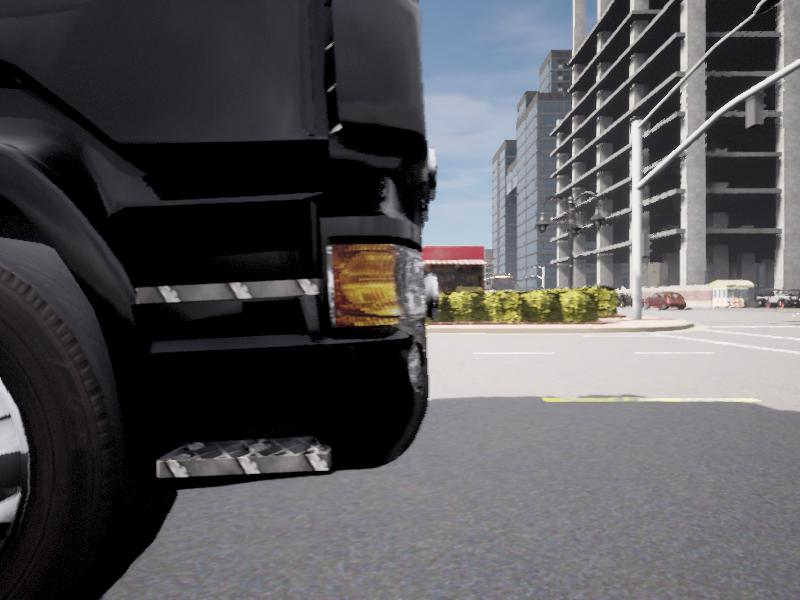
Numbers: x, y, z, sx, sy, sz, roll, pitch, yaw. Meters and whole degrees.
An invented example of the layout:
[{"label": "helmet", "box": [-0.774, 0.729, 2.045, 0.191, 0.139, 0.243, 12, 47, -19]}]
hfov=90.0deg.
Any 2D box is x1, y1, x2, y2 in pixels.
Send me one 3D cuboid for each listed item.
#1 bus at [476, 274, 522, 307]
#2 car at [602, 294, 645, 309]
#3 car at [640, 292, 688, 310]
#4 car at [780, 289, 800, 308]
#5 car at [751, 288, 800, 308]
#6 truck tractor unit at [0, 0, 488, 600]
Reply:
[{"label": "bus", "box": [13.872, -1.190, 57.367, 3.944, 4.253, 10.273, 0, -1, 0]}, {"label": "car", "box": [24.349, 0.145, 43.731, 1.882, 1.535, 5.008, 0, 0, 0]}, {"label": "car", "box": [24.403, 0.110, 37.140, 1.851, 1.617, 3.988, 0, 0, 0]}, {"label": "car", "box": [40.406, -0.181, 39.621, 1.905, 1.878, 3.866, 0, 0, 0]}, {"label": "car", "box": [37.465, -0.178, 39.617, 1.905, 1.878, 3.866, 0, 0, 0]}, {"label": "truck tractor unit", "box": [-3.125, -1.120, 2.175, 6.516, 4.208, 3.053, 0, 0, 0]}]
